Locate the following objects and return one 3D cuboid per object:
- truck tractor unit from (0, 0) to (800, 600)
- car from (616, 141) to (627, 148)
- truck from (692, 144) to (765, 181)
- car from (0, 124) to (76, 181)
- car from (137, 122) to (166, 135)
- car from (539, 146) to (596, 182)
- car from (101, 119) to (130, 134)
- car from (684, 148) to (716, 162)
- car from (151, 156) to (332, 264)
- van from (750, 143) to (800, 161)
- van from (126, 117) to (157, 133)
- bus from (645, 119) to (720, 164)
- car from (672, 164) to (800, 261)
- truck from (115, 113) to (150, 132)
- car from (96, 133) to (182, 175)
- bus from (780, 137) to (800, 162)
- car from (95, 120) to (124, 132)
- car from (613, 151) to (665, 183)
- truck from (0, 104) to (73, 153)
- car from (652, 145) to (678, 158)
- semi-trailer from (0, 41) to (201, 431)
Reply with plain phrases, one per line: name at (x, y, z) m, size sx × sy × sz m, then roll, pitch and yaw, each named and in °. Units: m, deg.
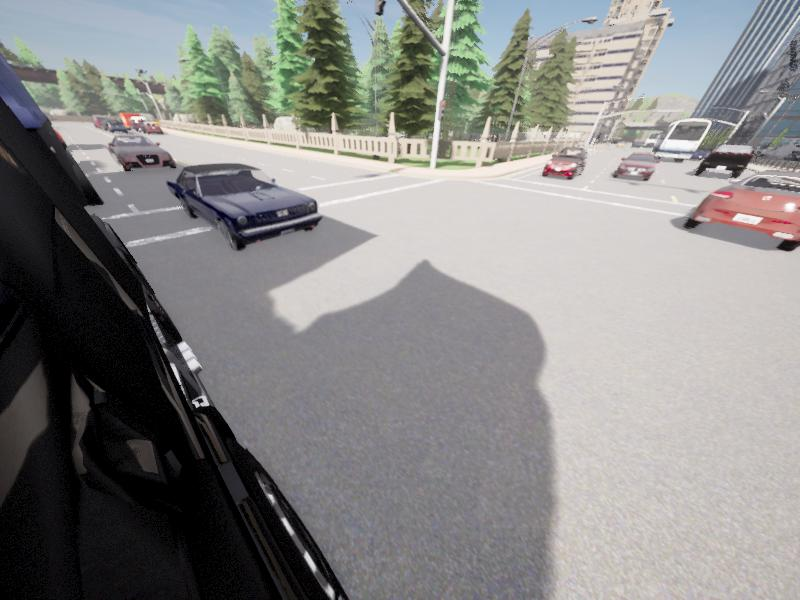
truck tractor unit at (-2.645, -0.295, 0.351) m, size 6.516 × 4.208 × 3.053 m, roll 28°, pitch 44°, yaw 30°
car at (64.550, -45.288, 67.304) m, size 1.801 × 1.575 × 5.366 m, roll 28°, pitch 44°, yaw 30°
truck at (26.557, -11.309, 18.772) m, size 6.274 × 2.098 × 2.390 m, roll -25°, pitch 44°, yaw -32°
car at (-16.579, -6.654, 10.191) m, size 5.238 × 1.638 × 1.930 m, roll 28°, pitch 43°, yaw 30°
car at (-37.823, -26.077, 35.110) m, size 3.806 × 1.475 × 1.970 m, roll 28°, pitch 43°, yaw 30°
car at (10.898, -8.919, 14.989) m, size 1.851 × 1.617 × 3.988 m, roll 30°, pitch 44°, yaw 32°
car at (-42.373, -25.824, 34.374) m, size 3.988 × 1.617 × 1.851 m, roll 28°, pitch 43°, yaw 30°
car at (43.009, -20.898, 33.219) m, size 1.816 × 1.474 × 4.193 m, roll 28°, pitch 43°, yaw 30°
car at (-4.042, -2.571, 5.778) m, size 4.718 × 1.301 × 1.895 m, roll 28°, pitch 43°, yaw 30°
van at (73.936, -28.549, 44.546) m, size 6.366 × 2.431 × 2.351 m, roll 28°, pitch 44°, yaw 30°
van at (-42.593, -28.847, 38.061) m, size 4.480 × 2.038 × 2.069 m, roll 28°, pitch 43°, yaw 30°
bus at (36.801, -21.114, 30.792) m, size 3.944 × 4.253 × 10.273 m, roll 28°, pitch 44°, yaw 30°
car at (10.957, -2.890, 6.873) m, size 5.027 × 1.651 × 2.152 m, roll -19°, pitch 42°, yaw -26°
truck at (-47.892, -31.844, 41.398) m, size 5.204 × 2.467 × 2.627 m, roll 28°, pitch 43°, yaw 30°
car at (-13.429, -7.596, 11.882) m, size 4.181 × 1.385 × 1.994 m, roll 28°, pitch 44°, yaw 30°
bus at (75.528, -25.602, 39.155) m, size 10.273 × 4.253 × 3.944 m, roll 28°, pitch 44°, yaw 30°
car at (-47.548, -28.489, 37.812) m, size 5.357 × 1.411 × 2.033 m, roll 28°, pitch 43°, yaw 30°
car at (16.402, -9.295, 15.977) m, size 1.812 × 1.442 × 4.674 m, roll 28°, pitch 44°, yaw 30°
truck at (-25.748, -11.872, 15.938) m, size 5.204 × 2.467 × 2.627 m, roll 28°, pitch 43°, yaw 30°
car at (43.437, -24.445, 37.984) m, size 2.128 × 1.511 × 4.902 m, roll 28°, pitch 44°, yaw 30°
semi-trailer at (-8.697, -3.596, 4.243) m, size 14.254 × 4.402 × 2.717 m, roll 28°, pitch 43°, yaw 30°
